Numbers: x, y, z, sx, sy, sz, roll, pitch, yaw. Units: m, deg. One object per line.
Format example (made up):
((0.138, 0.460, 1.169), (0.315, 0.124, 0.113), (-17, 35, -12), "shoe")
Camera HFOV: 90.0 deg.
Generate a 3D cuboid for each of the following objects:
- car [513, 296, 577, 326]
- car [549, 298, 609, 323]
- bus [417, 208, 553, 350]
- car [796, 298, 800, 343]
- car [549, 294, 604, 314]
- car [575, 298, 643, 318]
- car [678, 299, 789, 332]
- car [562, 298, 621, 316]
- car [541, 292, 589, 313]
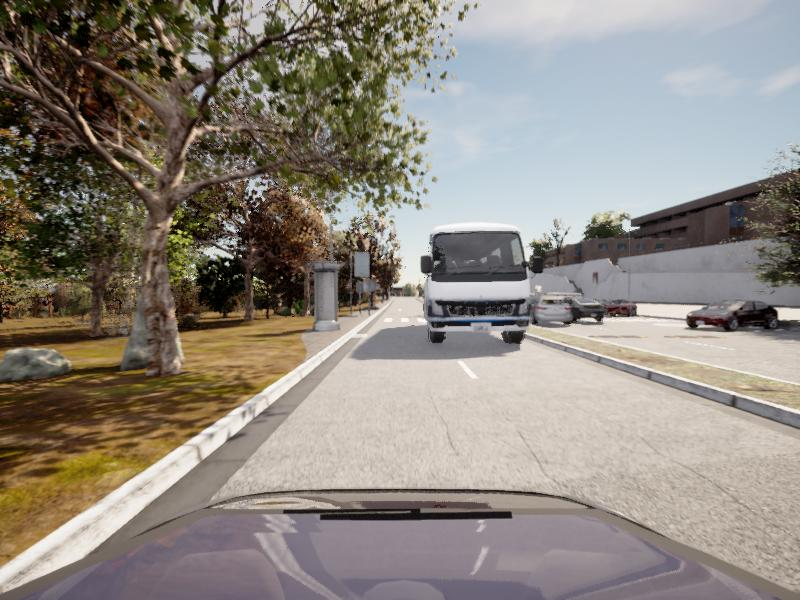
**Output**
((8.770, 0.576, 24.722), (2.242, 1.667, 4.611), (0, 1, 0), "car")
((11.779, 0.645, 26.716), (1.837, 1.490, 4.892), (0, 1, 0), "car")
((2.799, -0.640, 17.272), (3.944, 4.253, 10.273), (-1, 0, 2), "bus")
((17.010, 0.755, 14.280), (5.366, 1.575, 1.946), (1, 0, -20), "car")
((16.825, 0.392, 38.198), (4.553, 1.767, 2.185), (1, 0, -20), "car")
((16.823, 0.607, 32.209), (4.792, 1.488, 2.163), (1, 1, -20), "car")
((16.816, 0.728, 20.204), (4.792, 1.488, 2.163), (1, 1, -20), "car")
((16.846, 0.588, 35.228), (4.674, 1.452, 2.002), (1, 0, -20), "car")
((16.966, 0.263, 41.232), (4.442, 1.987, 1.878), (1, 0, -20), "car")
